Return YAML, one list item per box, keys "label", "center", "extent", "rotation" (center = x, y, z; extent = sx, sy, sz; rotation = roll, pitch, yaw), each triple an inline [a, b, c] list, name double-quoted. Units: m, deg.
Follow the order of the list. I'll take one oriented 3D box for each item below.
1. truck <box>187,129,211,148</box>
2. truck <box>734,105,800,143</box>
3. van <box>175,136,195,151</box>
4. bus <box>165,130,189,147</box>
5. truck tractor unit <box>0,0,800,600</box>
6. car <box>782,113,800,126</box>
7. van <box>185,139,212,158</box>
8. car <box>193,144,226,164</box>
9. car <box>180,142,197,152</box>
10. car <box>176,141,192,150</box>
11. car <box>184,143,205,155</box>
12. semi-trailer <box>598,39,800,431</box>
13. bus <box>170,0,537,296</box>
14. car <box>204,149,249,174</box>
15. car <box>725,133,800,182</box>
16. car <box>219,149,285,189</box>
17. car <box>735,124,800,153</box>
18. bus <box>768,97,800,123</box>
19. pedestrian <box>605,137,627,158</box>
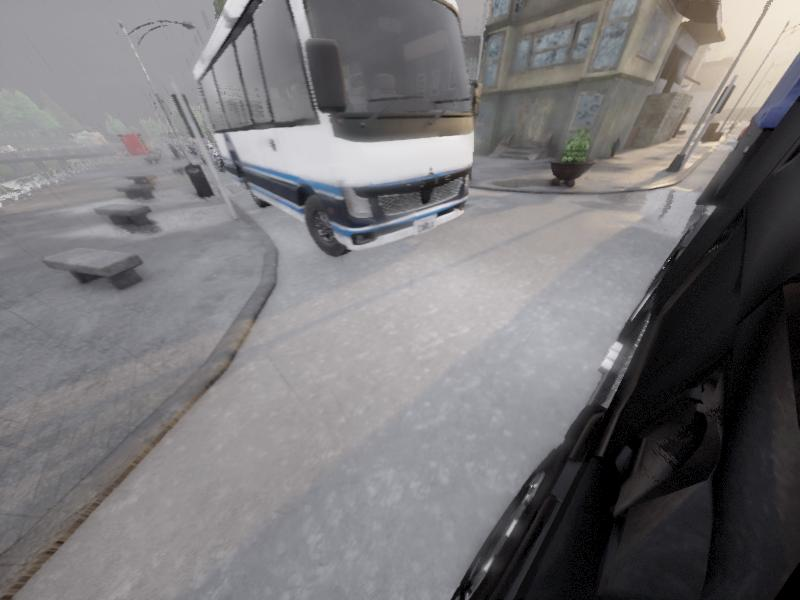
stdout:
- label: "truck"
  center: [-53.394, -42.810, 61.254]
  extent: [2.891, 3.827, 8.468]
  rotation: [-28, 44, -30]
- label: "truck"
  center: [32.671, -15.550, 20.420]
  extent: [5.204, 2.467, 2.627]
  rotation: [-28, 43, -30]
- label: "van"
  center: [-47.113, -34.313, 50.504]
  extent: [1.988, 2.561, 5.915]
  rotation: [-28, 44, -30]
- label: "bus"
  center: [-71.920, -52.007, 74.399]
  extent: [3.944, 4.253, 10.273]
  rotation: [-28, 44, -30]
- label: "truck tractor unit"
  center: [2.645, -0.295, 0.351]
  extent: [6.516, 4.208, 3.053]
  rotation: [-28, 44, -30]
- label: "car"
  center: [69.385, -31.631, 40.384]
  extent: [5.238, 1.638, 1.930]
  rotation: [-28, 43, -30]
- label: "van"
  center: [-27.442, -20.664, 31.455]
  extent: [1.775, 1.987, 4.442]
  rotation: [-28, 43, -30]
- label: "car"
  center: [-20.410, -15.668, 24.734]
  extent: [1.970, 1.475, 3.806]
  rotation: [-28, 44, -30]
- label: "car"
  center: [-41.683, -30.171, 45.558]
  extent: [1.812, 1.442, 4.674]
  rotation: [-28, 44, -30]
- label: "car"
  center: [-52.445, -37.550, 56.059]
  extent: [2.242, 1.667, 4.611]
  rotation: [-28, 44, -30]
- label: "car"
  center: [-32.624, -24.003, 36.688]
  extent: [1.816, 1.474, 4.193]
  rotation: [-28, 44, -30]
- label: "semi-trailer"
  center: [8.696, -3.597, 4.244]
  extent: [14.254, 4.402, 2.717]
  rotation: [-28, 44, -30]
- label: "bus"
  center: [-2.658, -4.803, 6.717]
  extent: [3.944, 4.253, 10.273]
  rotation: [-29, 44, -31]
- label: "car"
  center: [-13.919, -11.170, 18.443]
  extent: [1.895, 1.301, 4.718]
  rotation: [-28, 44, -30]
- label: "car"
  center: [16.260, -6.335, 10.061]
  extent: [4.718, 1.301, 1.895]
  rotation: [-28, 44, -30]
- label: "car"
  center: [-8.289, -7.392, 12.869]
  extent: [1.970, 1.475, 3.806]
  rotation: [-28, 44, -30]
- label: "car"
  center: [25.585, -11.329, 16.118]
  extent: [4.181, 1.385, 1.994]
  rotation: [-28, 44, -30]
- label: "bus"
  center: [86.518, -41.918, 50.922]
  extent: [10.273, 4.253, 3.944]
  rotation: [-28, 44, -30]
- label: "pedestrian"
  center: [13.713, -9.694, 14.679]
  extent: [0.500, 1.100, 0.500]
  rotation: [-28, 44, -30]
